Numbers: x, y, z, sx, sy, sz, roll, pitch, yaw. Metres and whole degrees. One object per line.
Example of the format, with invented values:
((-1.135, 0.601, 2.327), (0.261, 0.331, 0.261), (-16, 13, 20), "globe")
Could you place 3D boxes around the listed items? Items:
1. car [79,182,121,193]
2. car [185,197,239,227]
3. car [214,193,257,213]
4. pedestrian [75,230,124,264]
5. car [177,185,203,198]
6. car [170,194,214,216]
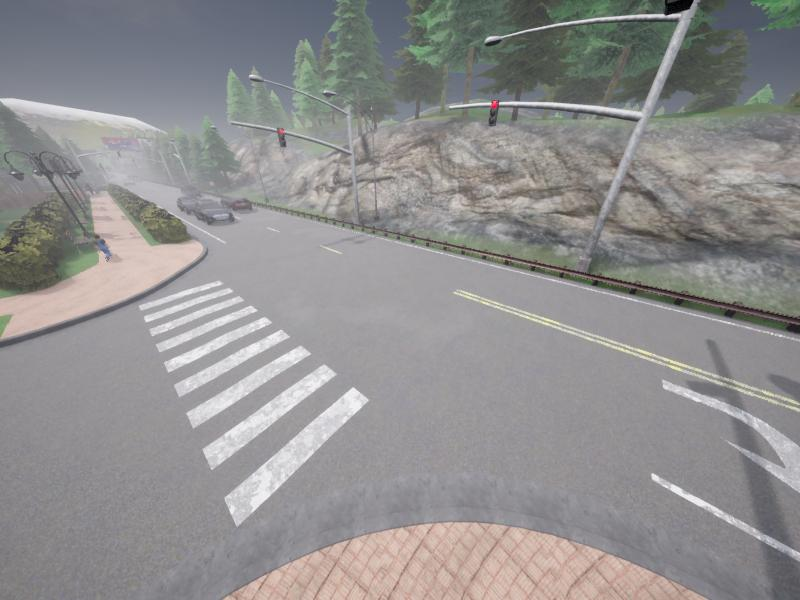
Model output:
((-58.921, -22.249, 45.529), (2.242, 1.667, 4.611), (25, 38, 36), "car")
((-16.180, -7.653, 19.841), (4.856, 1.649, 2.033), (23, 37, 34), "car")
((-17.969, -10.645, 25.171), (4.792, 1.488, 2.163), (23, 37, 34), "car")
((-14.122, -2.519, 10.924), (0.751, 1.300, 0.751), (-15, 33, -24), "pedestrian")
((-32.875, -17.014, 36.108), (3.988, 1.617, 1.851), (23, 37, 34), "car")
((-21.372, -9.807, 23.688), (4.902, 1.511, 2.128), (23, 37, 34), "car")
